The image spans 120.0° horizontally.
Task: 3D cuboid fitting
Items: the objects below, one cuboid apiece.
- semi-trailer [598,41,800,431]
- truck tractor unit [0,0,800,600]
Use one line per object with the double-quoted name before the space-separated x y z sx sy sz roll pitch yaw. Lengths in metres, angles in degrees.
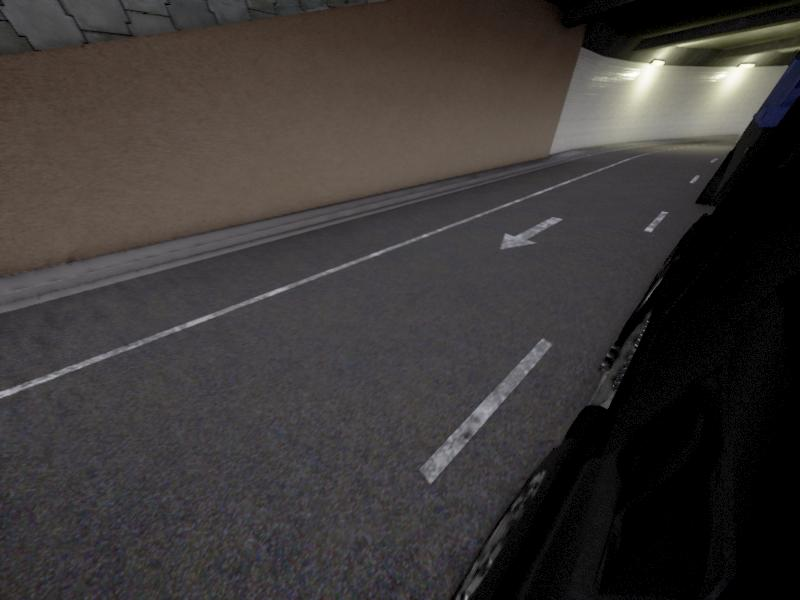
"semi-trailer" 8.688 -3.606 4.245 14.254 4.402 2.717 -28 44 -30
"truck tractor unit" 2.645 -0.295 0.352 6.516 4.208 3.053 -28 44 -30
